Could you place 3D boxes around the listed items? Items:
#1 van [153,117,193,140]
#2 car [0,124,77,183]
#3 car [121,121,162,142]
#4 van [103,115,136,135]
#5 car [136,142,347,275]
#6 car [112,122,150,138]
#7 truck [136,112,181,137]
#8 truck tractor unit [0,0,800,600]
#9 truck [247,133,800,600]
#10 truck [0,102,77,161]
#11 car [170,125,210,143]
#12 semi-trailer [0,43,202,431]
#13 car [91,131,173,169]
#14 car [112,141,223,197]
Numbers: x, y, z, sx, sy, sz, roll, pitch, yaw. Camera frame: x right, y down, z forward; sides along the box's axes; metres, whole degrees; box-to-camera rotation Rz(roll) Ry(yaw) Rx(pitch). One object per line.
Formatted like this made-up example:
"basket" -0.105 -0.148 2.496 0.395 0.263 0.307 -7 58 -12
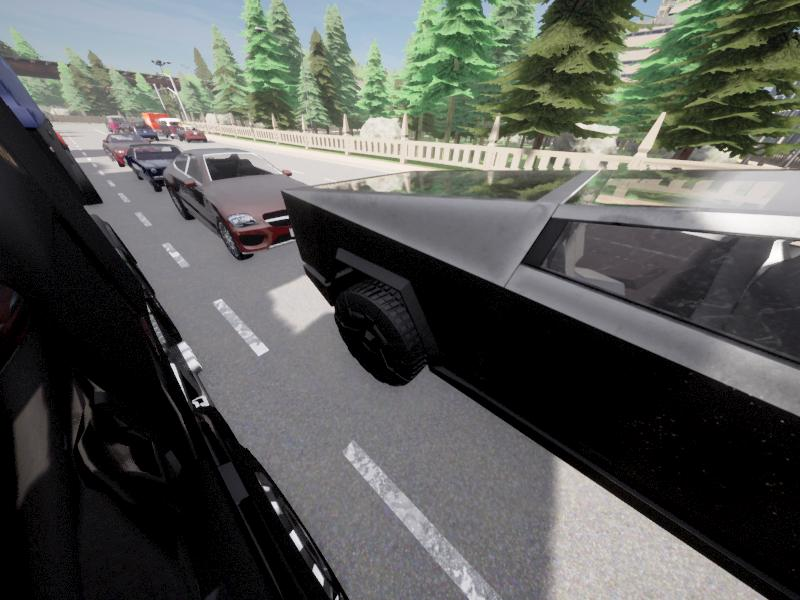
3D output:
"van" -27.911 -21.101 28.428 4.480 2.038 2.069 28 44 30
"car" -16.093 -6.414 9.864 5.238 1.638 1.930 28 44 30
"car" -27.692 -18.070 24.749 3.988 1.617 1.851 28 44 30
"van" -38.290 -23.878 31.544 4.442 1.987 1.775 28 44 30
"car" -3.838 -2.608 5.534 5.027 1.651 2.152 28 44 30
"car" -32.866 -20.743 28.182 5.357 1.411 2.033 28 44 30
"truck" -33.209 -24.106 31.761 5.204 2.467 2.627 28 44 30
"truck tractor unit" -2.645 -0.295 0.351 6.516 4.208 3.053 28 44 30
"truck" 1.910 0.264 1.652 6.274 2.098 2.390 28 44 30
"truck" -21.902 -9.858 13.398 5.204 2.467 2.627 28 44 30
"car" -23.142 -18.326 25.483 3.806 1.475 1.970 28 44 30
"semi-trailer" -8.697 -3.605 4.230 14.254 4.402 2.717 28 44 30
"car" -14.742 -8.316 12.705 4.181 1.385 1.994 27 43 29
"car" -9.291 -5.384 9.182 4.718 1.301 1.895 28 44 30
